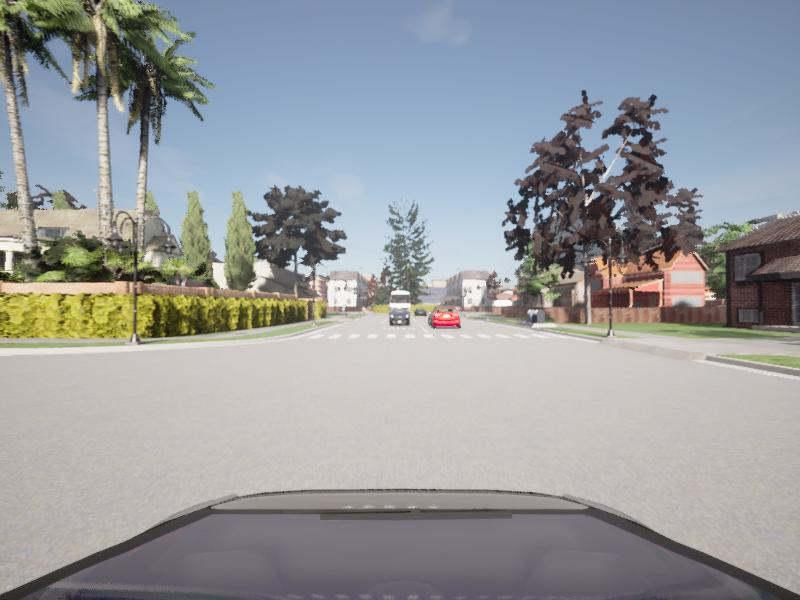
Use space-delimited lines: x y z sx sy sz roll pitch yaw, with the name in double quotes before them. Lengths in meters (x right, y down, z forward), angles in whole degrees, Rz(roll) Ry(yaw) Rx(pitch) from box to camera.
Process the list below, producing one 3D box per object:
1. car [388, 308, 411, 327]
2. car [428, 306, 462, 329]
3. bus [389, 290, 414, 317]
"car" -0.029 1.411 33.138 1.845 1.501 3.633 0 -1 0
"car" 3.470 1.314 31.786 2.242 1.667 4.611 0 -1 0
"bus" 0.056 0.654 68.950 3.944 4.253 10.273 0 -1 -2
